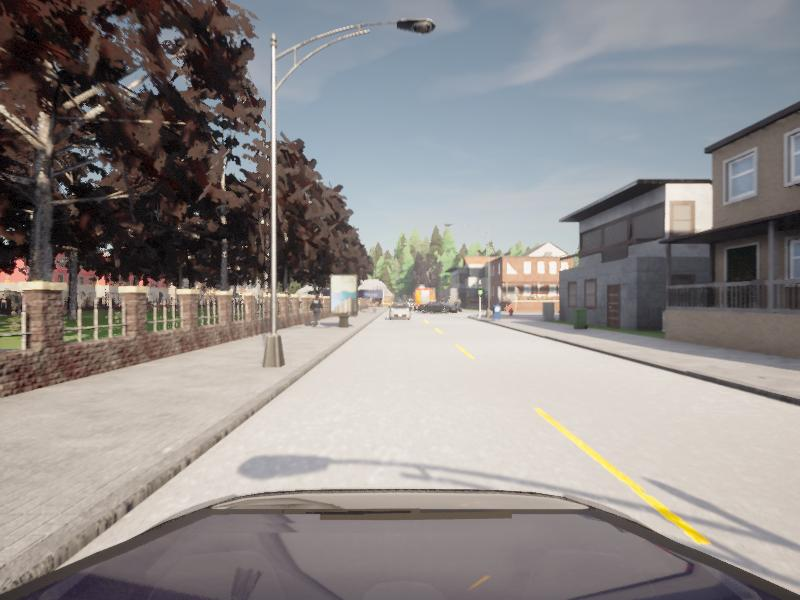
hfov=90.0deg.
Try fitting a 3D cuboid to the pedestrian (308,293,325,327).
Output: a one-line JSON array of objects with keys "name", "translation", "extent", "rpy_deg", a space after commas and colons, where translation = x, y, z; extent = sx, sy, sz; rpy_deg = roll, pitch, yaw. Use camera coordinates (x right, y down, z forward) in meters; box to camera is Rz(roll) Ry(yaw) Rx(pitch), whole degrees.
[{"name": "pedestrian", "translation": [-4.635, 0.540, 22.212], "extent": [0.751, 1.860, 0.751], "rpy_deg": [0, 0, 3]}]

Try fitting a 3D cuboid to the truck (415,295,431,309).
[{"name": "truck", "translation": [3.997, 0.378, 71.191], "extent": [2.627, 2.467, 5.204], "rpy_deg": [0, 0, 0]}]

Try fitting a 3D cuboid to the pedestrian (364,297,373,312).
[{"name": "pedestrian", "translation": [-3.862, 0.548, 48.777], "extent": [0.751, 1.860, 0.751], "rpy_deg": [0, 0, 26]}]

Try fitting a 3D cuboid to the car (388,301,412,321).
[{"name": "car", "translation": [0.001, 0.837, 32.041], "extent": [1.845, 1.501, 3.633], "rpy_deg": [0, 0, 0]}]

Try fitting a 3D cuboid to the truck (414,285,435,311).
[{"name": "truck", "translation": [3.736, -0.303, 62.221], "extent": [2.891, 3.827, 8.468], "rpy_deg": [0, 0, 1]}]

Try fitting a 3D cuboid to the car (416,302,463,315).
[{"name": "car", "translation": [4.542, 0.908, 46.524], "extent": [5.357, 1.411, 2.033], "rpy_deg": [0, 0, 43]}]

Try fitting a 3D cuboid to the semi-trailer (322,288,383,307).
[{"name": "semi-trailer", "translation": [-11.313, -0.591, 95.793], "extent": [14.254, 4.402, 2.717], "rpy_deg": [0, 0, 9]}]
